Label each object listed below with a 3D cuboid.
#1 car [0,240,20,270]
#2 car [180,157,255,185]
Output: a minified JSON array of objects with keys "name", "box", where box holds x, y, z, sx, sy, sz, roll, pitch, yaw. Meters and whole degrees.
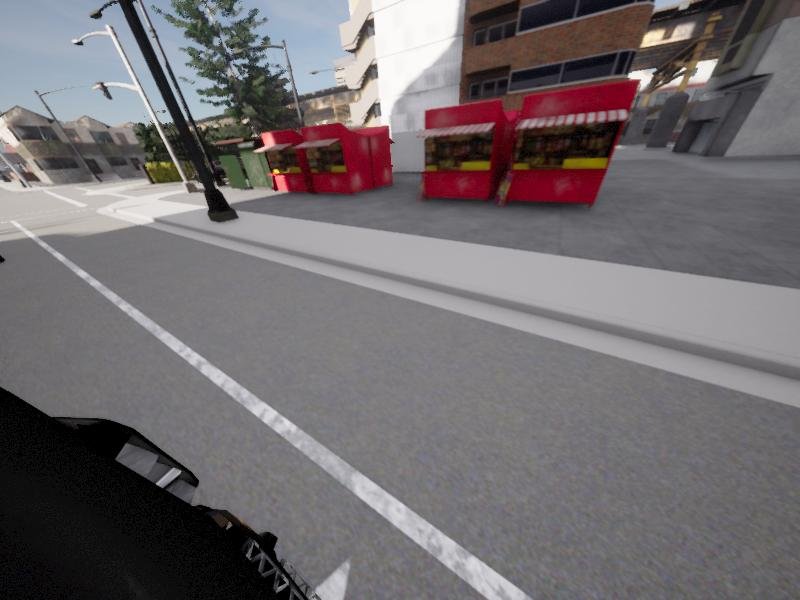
[{"name":"car","box":[-12.717,-1.583,6.003,4.792,1.488,2.163,16,38,26]},{"name":"car","box":[-19.179,-13.848,24.684,2.150,2.045,5.566,16,38,27]}]
